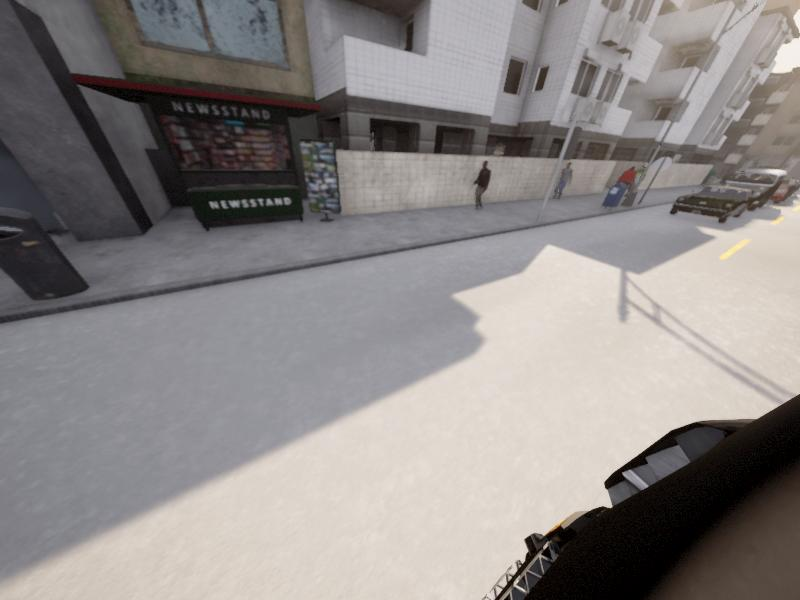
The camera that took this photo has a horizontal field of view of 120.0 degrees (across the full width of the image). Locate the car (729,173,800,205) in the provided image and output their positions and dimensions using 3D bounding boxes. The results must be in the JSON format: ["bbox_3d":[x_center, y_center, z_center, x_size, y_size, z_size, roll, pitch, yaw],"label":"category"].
[{"bbox_3d":[27.469,-8.369,17.229,4.611,1.667,2.242,-16,38,-26],"label":"car"}]

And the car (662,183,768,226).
[{"bbox_3d":[15.171,-4.731,11.119,4.718,1.301,1.895,-16,38,-26],"label":"car"}]

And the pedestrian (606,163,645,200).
[{"bbox_3d":[13.203,-6.944,13.562,0.751,1.860,0.751,-18,39,-29],"label":"pedestrian"}]

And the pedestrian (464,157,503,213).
[{"bbox_3d":[3.235,-4.494,9.087,0.751,1.860,0.751,-20,40,-31],"label":"pedestrian"}]

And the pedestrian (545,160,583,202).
[{"bbox_3d":[8.535,-6.206,12.084,0.751,1.860,0.751,-15,37,-25],"label":"pedestrian"}]

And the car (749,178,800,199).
[{"bbox_3d":[33.178,-9.858,20.261,4.718,1.301,1.895,-16,38,-26],"label":"car"}]

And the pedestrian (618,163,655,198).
[{"bbox_3d":[14.947,-7.568,14.639,0.751,1.860,0.751,-19,39,-30],"label":"pedestrian"}]

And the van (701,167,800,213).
[{"bbox_3d":[20.964,-6.682,13.840,4.480,2.038,2.069,-16,38,-26],"label":"van"}]
